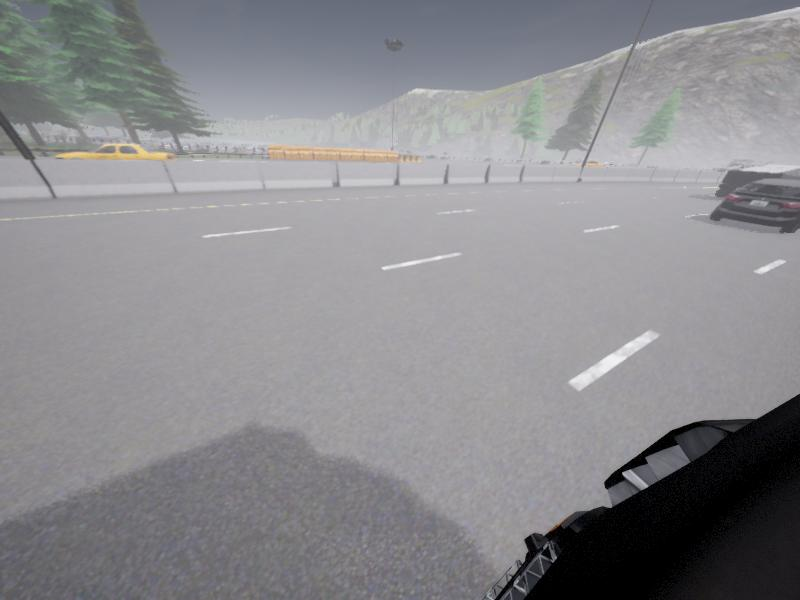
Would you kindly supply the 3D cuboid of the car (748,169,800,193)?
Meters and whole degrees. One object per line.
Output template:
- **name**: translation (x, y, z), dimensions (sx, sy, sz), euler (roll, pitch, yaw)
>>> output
- **car**: translation (36.117, -11.030, 21.396), dimensions (4.611, 1.667, 2.242), euler (-5, 35, -11)

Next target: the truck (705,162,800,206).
- **truck**: translation (24.081, -7.585, 15.016), dimensions (6.274, 2.098, 2.390), euler (-9, 35, -17)

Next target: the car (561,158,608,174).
- **car**: translation (24.241, -17.641, 30.373), dimensions (5.008, 1.535, 1.882), euler (-7, 35, -15)

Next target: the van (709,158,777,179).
- **van**: translation (52.368, -20.157, 35.419), dimensions (6.366, 2.431, 2.351), euler (-2, 34, -7)

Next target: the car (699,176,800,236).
- **car**: translation (15.494, -3.966, 9.406), dimensions (4.611, 1.667, 2.242), euler (-11, 36, -19)

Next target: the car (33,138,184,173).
- **car**: translation (-17.270, -8.880, 14.256), dimensions (5.366, 1.575, 1.801), euler (-17, 39, -26)
